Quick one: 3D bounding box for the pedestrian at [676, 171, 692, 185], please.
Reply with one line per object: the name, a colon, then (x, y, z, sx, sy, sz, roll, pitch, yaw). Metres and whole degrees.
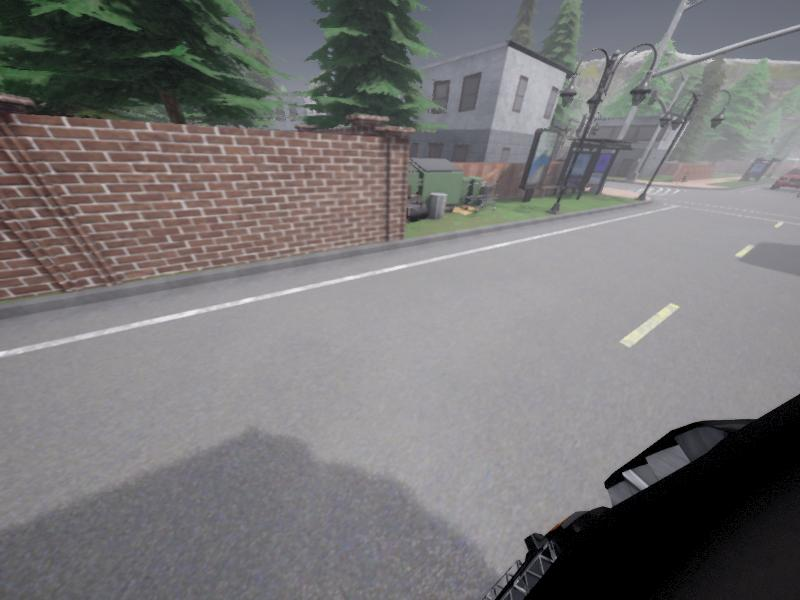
pedestrian: (27.397, -11.775, 22.293, 0.500, 1.100, 0.500, -21, 40, -31)

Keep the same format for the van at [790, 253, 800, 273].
van: (12.121, -1.690, 5.560, 4.442, 1.987, 1.775, -16, 38, -26)

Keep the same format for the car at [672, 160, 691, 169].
car: (75.772, -36.437, 62.182, 4.605, 1.855, 1.932, -17, 38, -27)

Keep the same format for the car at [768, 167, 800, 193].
car: (40.072, -12.128, 23.204, 5.566, 2.045, 2.150, -16, 38, -26)

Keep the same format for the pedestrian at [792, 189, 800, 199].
pedestrian: (31.764, -8.792, 17.718, 0.751, 1.860, 0.751, -11, 36, -19)

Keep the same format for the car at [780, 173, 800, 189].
car: (46.949, -13.859, 26.915, 4.181, 1.385, 1.994, -16, 38, -26)
